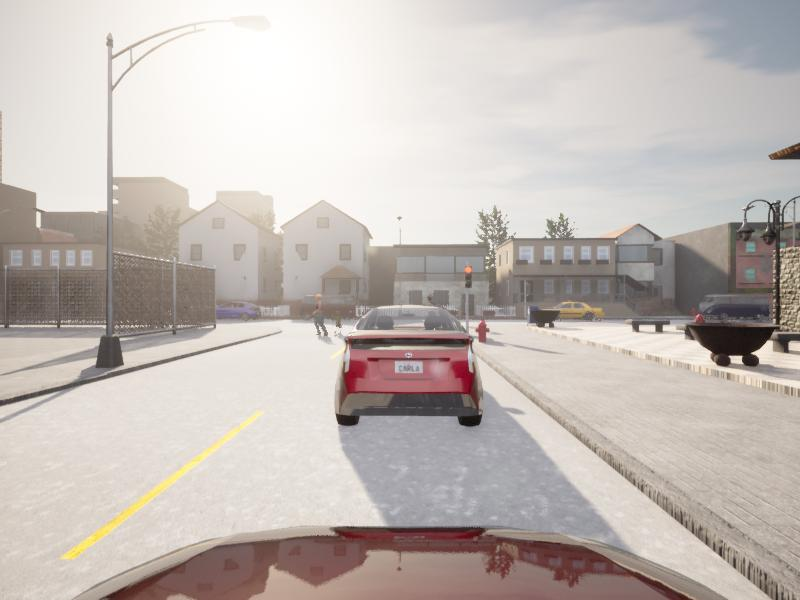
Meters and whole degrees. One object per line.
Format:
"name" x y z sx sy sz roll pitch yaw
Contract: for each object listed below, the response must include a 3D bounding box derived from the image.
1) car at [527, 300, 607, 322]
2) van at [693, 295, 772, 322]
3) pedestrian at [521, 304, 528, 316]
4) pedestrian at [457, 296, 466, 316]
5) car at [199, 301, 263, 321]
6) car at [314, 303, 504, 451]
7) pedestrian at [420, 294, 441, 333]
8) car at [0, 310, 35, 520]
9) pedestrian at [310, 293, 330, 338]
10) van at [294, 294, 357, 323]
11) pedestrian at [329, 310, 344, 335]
"car" 12.593 0.801 30.368 5.366 1.575 1.801 0 0 1
"van" 24.912 0.599 30.086 4.442 1.987 1.775 0 0 1
"pedestrian" 11.257 0.913 36.078 0.500 1.100 0.500 0 0 1
"pedestrian" 5.609 0.533 36.347 0.751 1.860 0.751 0 0 2
"car" -12.937 0.854 30.793 4.193 1.474 1.816 0 0 3
"car" 0.137 0.828 6.489 2.007 1.525 4.514 0 0 1
"pedestrian" 1.495 0.637 19.517 0.751 1.860 0.751 0 0 -22
"car" -4.006 0.836 0.742 2.128 1.511 4.902 0 0 1
"pedestrian" -3.414 0.635 17.052 0.751 1.860 0.751 0 0 -18
"van" -5.580 0.599 29.979 4.442 1.987 1.775 0 0 25
"pedestrian" -2.855 1.017 18.029 0.500 1.100 0.500 0 0 -34
